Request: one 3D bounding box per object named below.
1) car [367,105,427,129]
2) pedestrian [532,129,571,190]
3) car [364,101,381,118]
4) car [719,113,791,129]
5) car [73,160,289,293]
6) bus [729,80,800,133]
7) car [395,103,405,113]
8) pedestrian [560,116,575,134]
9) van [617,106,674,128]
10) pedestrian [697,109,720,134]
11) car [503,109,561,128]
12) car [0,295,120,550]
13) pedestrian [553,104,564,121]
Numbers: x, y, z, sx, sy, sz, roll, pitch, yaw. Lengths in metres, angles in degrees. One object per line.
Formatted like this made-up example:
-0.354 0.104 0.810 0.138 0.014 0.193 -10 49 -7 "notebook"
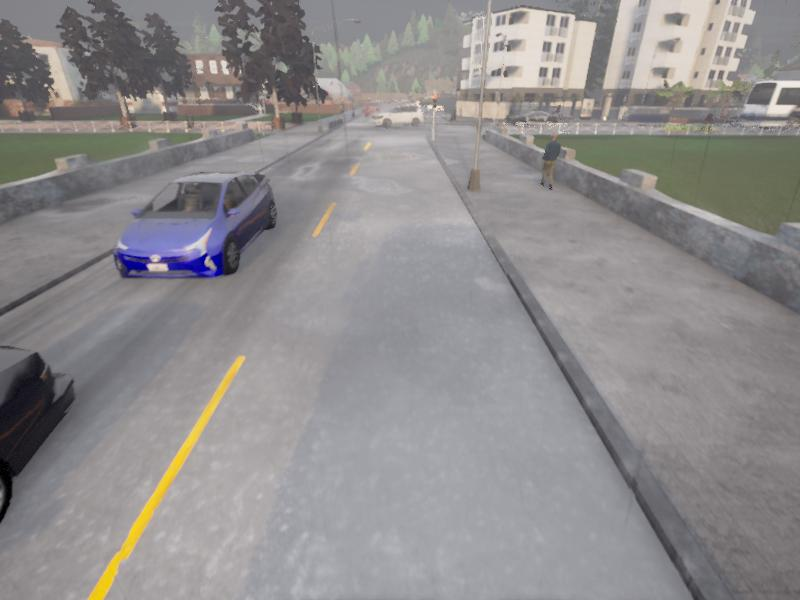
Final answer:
-0.256 -18.264 39.844 5.566 2.045 2.150 -15 30 -27 "car"
5.107 -4.770 13.611 0.751 1.860 0.751 0 27 0 "pedestrian"
-4.015 -28.507 59.714 2.150 2.045 5.566 0 27 0 "car"
37.062 -18.762 41.846 5.357 1.411 2.033 0 27 0 "car"
-4.009 -1.832 8.473 2.007 1.525 4.514 0 27 0 "car"
38.472 -18.250 37.743 10.273 4.253 3.944 0 27 0 "bus"
-0.018 -36.182 75.238 1.837 1.490 4.892 0 27 0 "car"
14.038 -14.678 33.542 0.751 1.300 0.751 1 27 1 "pedestrian"
25.467 -19.067 41.693 4.442 1.987 1.775 0 27 0 "van"
25.740 -14.889 33.438 0.751 1.860 0.751 0 27 0 "pedestrian"
13.740 -18.958 41.756 5.238 1.638 1.930 0 27 0 "car"
-3.997 1.808 1.548 2.033 1.411 5.357 0 27 0 "car"
18.570 -21.981 46.896 0.751 1.860 0.751 -1 27 -2 "pedestrian"
